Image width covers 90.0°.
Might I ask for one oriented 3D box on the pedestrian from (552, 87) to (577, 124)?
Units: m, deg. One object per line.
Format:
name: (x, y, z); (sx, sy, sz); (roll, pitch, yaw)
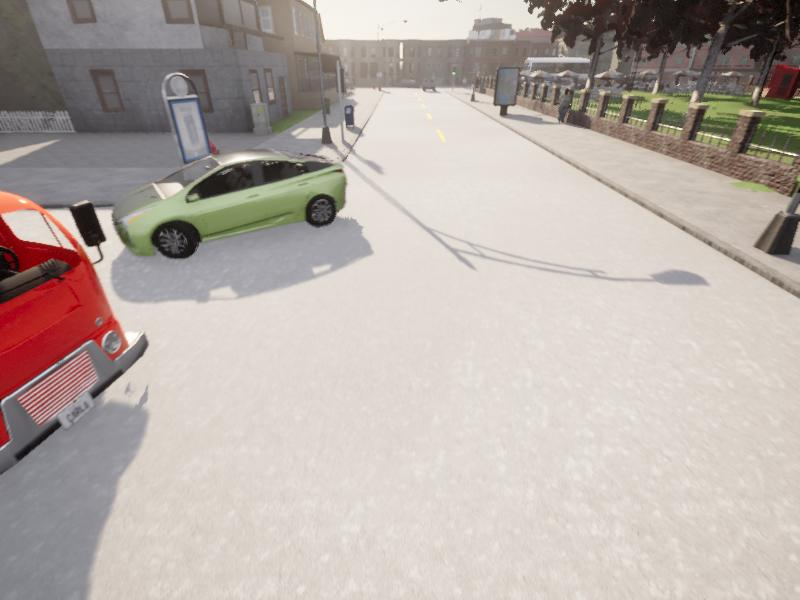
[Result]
pedestrian: (9.373, -11.069, 22.806); (0.751, 1.860, 0.751); (0, 30, 0)

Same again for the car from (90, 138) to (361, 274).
car: (-3.307, -2.183, 8.206); (4.514, 1.525, 2.007); (-20, 36, -30)

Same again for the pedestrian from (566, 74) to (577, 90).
pedestrian: (24.209, -30.797, 56.509); (0.751, 1.860, 0.751); (-4, 31, -7)

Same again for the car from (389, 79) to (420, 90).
car: (0.761, -34.249, 63.495); (4.674, 1.442, 1.812); (19, 35, 29)

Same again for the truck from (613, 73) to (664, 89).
truck: (38.219, -35.173, 64.241); (6.274, 2.098, 2.390); (0, 30, 0)

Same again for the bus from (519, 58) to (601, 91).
bus: (23.874, -34.060, 60.393); (10.273, 4.253, 3.944); (0, 30, 0)

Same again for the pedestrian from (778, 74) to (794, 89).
pedestrian: (55.502, -31.393, 57.543); (0.751, 1.860, 0.751); (-3, 30, -5)

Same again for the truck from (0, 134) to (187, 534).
truck: (-5.379, 0.033, 3.511); (5.204, 2.467, 2.627); (5, 31, 10)

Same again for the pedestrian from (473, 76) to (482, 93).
pedestrian: (9.363, -26.064, 48.401); (0.751, 1.860, 0.751); (0, 30, -1)

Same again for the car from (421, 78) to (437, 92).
car: (3.974, -29.776, 55.336); (1.845, 1.501, 3.633); (0, 30, 0)

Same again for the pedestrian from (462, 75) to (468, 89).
pedestrian: (9.559, -32.048, 58.847); (0.751, 1.860, 0.751); (5, 31, 8)

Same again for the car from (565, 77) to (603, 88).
car: (29.484, -35.025, 64.307); (5.008, 1.535, 1.882); (0, 30, 0)
